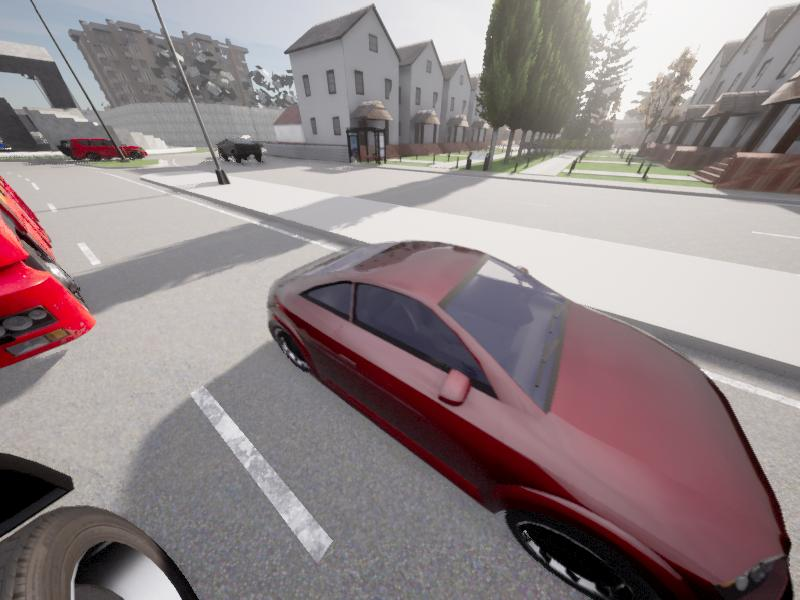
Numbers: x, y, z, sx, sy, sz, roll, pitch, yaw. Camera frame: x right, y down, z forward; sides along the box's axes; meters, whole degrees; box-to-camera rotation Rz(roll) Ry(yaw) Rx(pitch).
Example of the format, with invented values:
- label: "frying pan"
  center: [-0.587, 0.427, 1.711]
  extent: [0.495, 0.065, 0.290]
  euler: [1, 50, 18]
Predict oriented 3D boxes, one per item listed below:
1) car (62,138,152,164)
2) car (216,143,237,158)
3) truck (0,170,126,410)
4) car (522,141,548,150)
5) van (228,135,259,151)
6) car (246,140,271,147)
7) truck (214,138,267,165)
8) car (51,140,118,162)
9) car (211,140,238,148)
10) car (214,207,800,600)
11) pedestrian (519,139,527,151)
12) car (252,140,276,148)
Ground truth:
- label: "car"
  center: [-31.213, -16.156, 24.877]
  extent: [2.150, 2.045, 5.566]
  euler: [27, 43, 32]
- label: "car"
  center: [-23.317, -20.085, 30.998]
  extent: [1.816, 1.474, 4.193]
  euler: [-20, 40, -26]
- label: "truck"
  center: [-7.797, -1.622, 2.855]
  extent: [8.468, 3.827, 2.891]
  euler: [22, 41, 28]
- label: "car"
  center: [32.551, -37.542, 55.988]
  extent: [2.033, 1.649, 4.856]
  euler: [-17, 39, -23]
- label: "van"
  center: [-31.803, -32.176, 47.279]
  extent: [2.351, 2.431, 6.366]
  euler: [-4, 35, -6]
- label: "car"
  center: [-37.969, -42.050, 62.035]
  extent: [2.038, 1.542, 4.974]
  euler: [24, 41, 30]
- label: "truck"
  center: [-16.896, -15.762, 24.360]
  extent: [6.274, 2.098, 2.390]
  euler: [29, 44, 34]
- label: "car"
  center: [-34.927, -16.720, 25.785]
  extent: [1.905, 1.878, 3.866]
  euler: [30, 45, 35]
- label: "car"
  center: [-41.782, -37.237, 55.083]
  extent: [5.238, 1.638, 1.930]
  euler: [9, 36, 13]
- label: "car"
  center: [0.481, 0.284, 2.329]
  extent: [4.181, 1.385, 1.994]
  euler: [22, 41, 28]
- label: "pedestrian"
  center: [22.916, -28.913, 43.093]
  extent: [0.751, 1.860, 0.751]
  euler: [16, 38, 22]
- label: "car"
  center: [-35.357, -40.736, 60.185]
  extent: [2.038, 1.542, 4.974]
  euler: [24, 42, 30]
